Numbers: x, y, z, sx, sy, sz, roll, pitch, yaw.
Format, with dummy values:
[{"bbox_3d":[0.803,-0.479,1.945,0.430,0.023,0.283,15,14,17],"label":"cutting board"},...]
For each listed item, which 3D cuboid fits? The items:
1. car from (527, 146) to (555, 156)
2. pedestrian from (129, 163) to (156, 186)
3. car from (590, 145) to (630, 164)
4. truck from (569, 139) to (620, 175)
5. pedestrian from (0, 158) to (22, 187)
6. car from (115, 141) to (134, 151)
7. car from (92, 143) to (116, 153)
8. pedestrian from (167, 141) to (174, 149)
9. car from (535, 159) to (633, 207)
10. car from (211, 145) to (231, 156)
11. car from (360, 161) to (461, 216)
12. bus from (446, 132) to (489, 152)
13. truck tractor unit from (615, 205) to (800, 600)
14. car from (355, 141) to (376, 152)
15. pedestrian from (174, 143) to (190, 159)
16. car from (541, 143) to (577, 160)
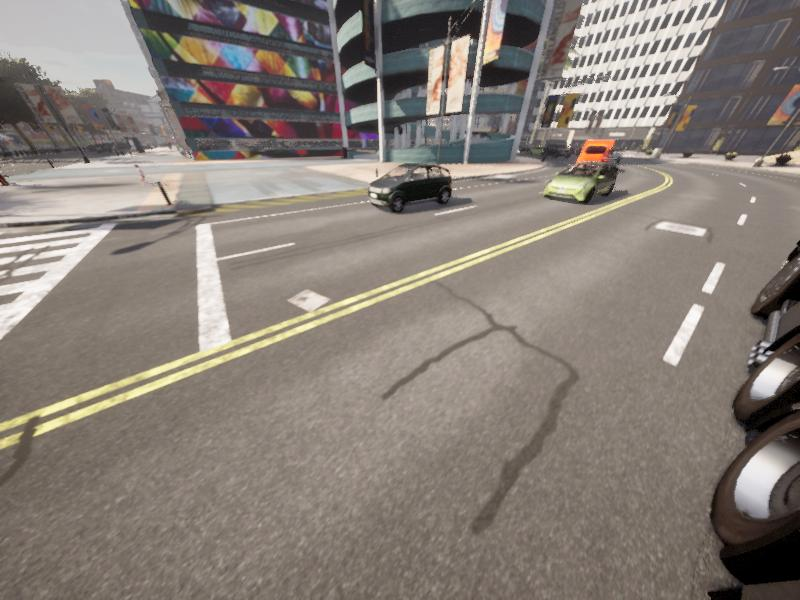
[{"bbox_3d":[28.054,-29.703,46.059,2.007,1.525,4.514,-8,35,-11],"label":"car"},{"bbox_3d":[-14.412,-7.047,12.957,0.500,1.100,0.500,-18,39,-25],"label":"pedestrian"},{"bbox_3d":[27.539,-19.267,30.567,1.932,1.855,4.605,9,36,12],"label":"car"},{"bbox_3d":[18.091,-13.383,21.448,2.627,2.467,5.204,25,41,30],"label":"truck"},{"bbox_3d":[-22.101,-7.187,12.449,0.751,1.860,0.751,-15,37,-21],"label":"pedestrian"},{"bbox_3d":[-76.140,-42.694,63.933,2.150,2.045,5.566,-22,40,-29],"label":"car"},{"bbox_3d":[-63.102,-32.500,49.328,1.932,1.855,4.605,-22,40,-29],"label":"car"},{"bbox_3d":[-66.483,-44.797,66.889,0.751,1.860,0.751,-23,41,-30],"label":"pedestrian"},{"bbox_3d":[8.987,-5.836,11.257,4.514,1.525,2.007,-23,41,-30],"label":"car"},{"bbox_3d":[-32.508,-27.188,41.951,2.161,1.482,4.786,-23,41,-29],"label":"car"},{"bbox_3d":[0.481,-4.787,9.662,3.705,1.549,1.789,-22,41,-29],"label":"car"},{"bbox_3d":[17.678,-42.115,61.636,3.944,4.253,10.273,-23,41,-29],"label":"bus"},{"bbox_3d":[5.004,-0.392,0.929,6.516,4.208,3.053,-22,40,-29],"label":"truck tractor unit"},{"bbox_3d":[-8.488,-37.728,56.725,2.435,2.045,5.566,-23,41,-29],"label":"car"},{"bbox_3d":[-30.714,-21.038,32.539,0.751,1.860,0.751,22,40,29],"label":"pedestrian"},{"bbox_3d":[25.493,-24.048,37.360,2.150,2.045,5.566,2,35,2],"label":"car"}]
